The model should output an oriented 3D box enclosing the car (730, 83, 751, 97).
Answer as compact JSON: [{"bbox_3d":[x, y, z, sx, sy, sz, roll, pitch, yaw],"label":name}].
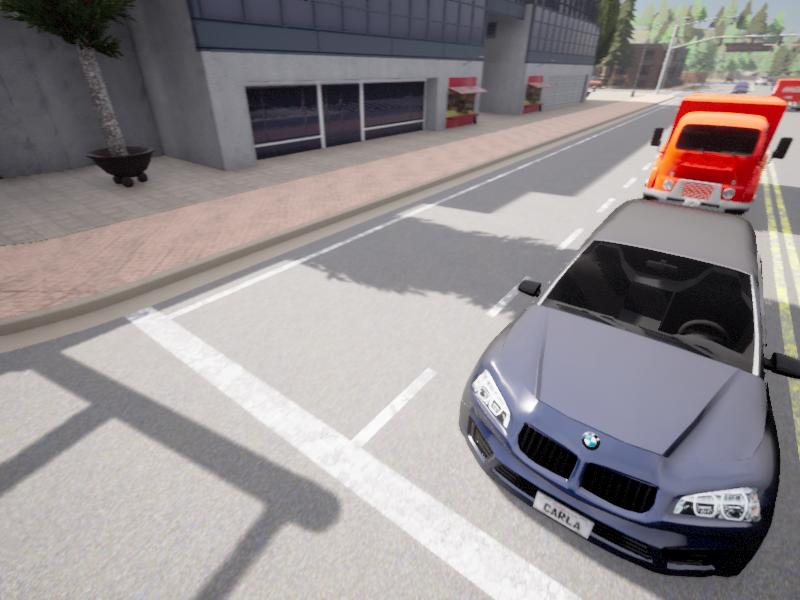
[{"bbox_3d":[47.398,-29.216,55.639,1.816,1.474,4.193,21,36,31],"label":"car"}]

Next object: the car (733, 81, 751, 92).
[{"bbox_3d":[57.480,-35.855,67.179,1.882,1.535,5.008,21,36,31],"label":"car"}]

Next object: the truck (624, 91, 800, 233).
[{"bbox_3d":[8.281,-3.972,10.567,2.627,2.467,5.204,21,36,31],"label":"truck"}]

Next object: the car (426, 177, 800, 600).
[{"bbox_3d":[2.518,0.169,4.143,2.242,1.667,4.611,21,36,31],"label":"car"}]

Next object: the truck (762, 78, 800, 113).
[{"bbox_3d":[34.722,-18.392,35.852,2.627,2.467,5.204,21,36,31],"label":"truck"}]
